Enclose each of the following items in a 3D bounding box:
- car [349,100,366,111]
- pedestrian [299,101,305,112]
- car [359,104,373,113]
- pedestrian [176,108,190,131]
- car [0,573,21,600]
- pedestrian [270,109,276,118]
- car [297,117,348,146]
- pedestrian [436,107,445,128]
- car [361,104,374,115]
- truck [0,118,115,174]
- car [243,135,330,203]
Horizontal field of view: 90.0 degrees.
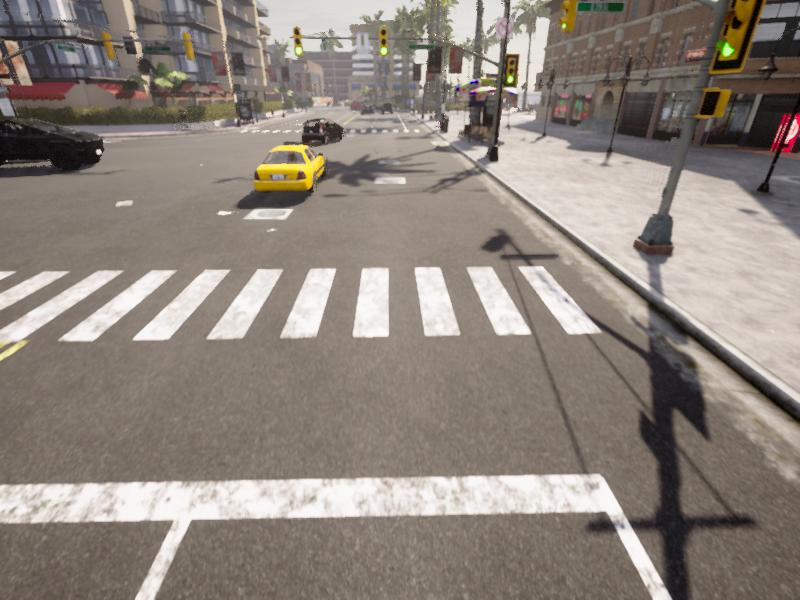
[{"bbox_3d":[-9.487,-43.581,89.614,2.150,2.045,5.566,-10,29,-19],"label":"car"},{"bbox_3d":[-18.993,-37.455,77.443,0.751,1.860,0.751,-4,27,-7],"label":"pedestrian"},{"bbox_3d":[-6.903,-38.807,80.995,1.994,1.385,4.181,-6,28,-12],"label":"car"},{"bbox_3d":[-19.447,-16.171,35.836,0.751,1.860,0.751,-13,30,-24],"label":"pedestrian"},{"bbox_3d":[-3.412,2.313,0.174,2.097,1.767,4.553,-1,27,-1],"label":"car"},{"bbox_3d":[-18.128,-26.578,57.016,0.500,1.100,0.500,1,27,1],"label":"pedestrian"},{"bbox_3d":[-5.430,-12.141,28.632,1.851,1.617,3.988,8,28,16],"label":"car"},{"bbox_3d":[4.024,-18.247,39.907,0.751,1.860,0.751,6,28,11],"label":"pedestrian"},{"bbox_3d":[-5.801,-34.524,72.319,2.242,1.667,4.611,-2,27,-3],"label":"car"},{"bbox_3d":[-17.054,-6.934,17.904,6.274,2.098,2.390,-5,28,-10],"label":"truck"},{"bbox_3d":[-3.864,-5.011,14.722,1.801,1.575,5.366,-1,27,-1],"label":"car"}]
